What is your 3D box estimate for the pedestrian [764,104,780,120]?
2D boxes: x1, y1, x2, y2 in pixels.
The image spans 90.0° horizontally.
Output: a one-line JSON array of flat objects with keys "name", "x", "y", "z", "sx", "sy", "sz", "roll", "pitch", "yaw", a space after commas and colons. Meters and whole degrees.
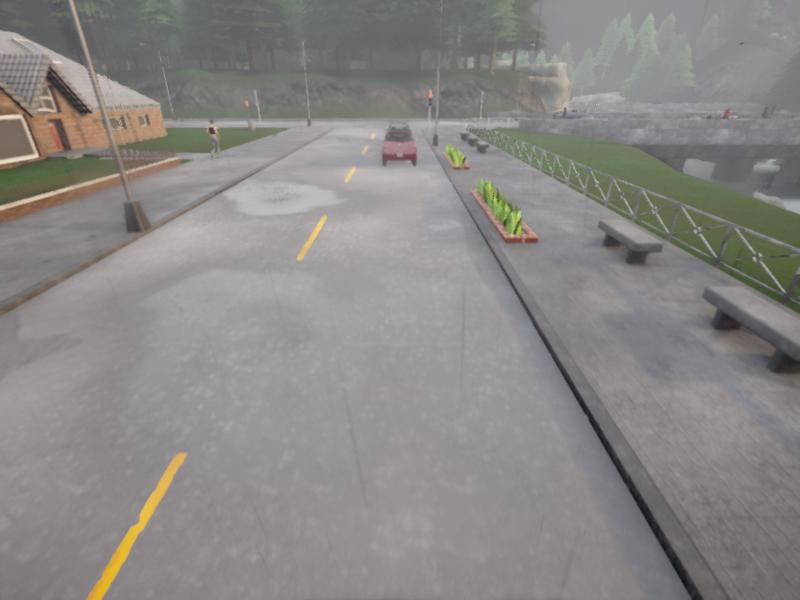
[{"name": "pedestrian", "x": 46.881, "y": -23.715, "z": 50.408, "sx": 0.751, "sy": 1.860, "sz": 0.751, "roll": 7, "pitch": 28, "yaw": 13}]

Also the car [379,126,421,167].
[{"name": "car", "x": -0.018, "y": -7.580, "z": 19.625, "sx": 1.845, "sy": 1.501, "sz": 3.633, "roll": 0, "pitch": 27, "yaw": 0}]

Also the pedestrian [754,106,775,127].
[{"name": "pedestrian", "x": 35.747, "y": -17.976, "z": 39.248, "sx": 0.751, "sy": 1.860, "sz": 0.751, "roll": 1, "pitch": 27, "yaw": 1}]

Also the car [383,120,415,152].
[{"name": "car", "x": -0.058, "y": -10.240, "z": 24.841, "sx": 1.816, "sy": 1.474, "sz": 4.193, "roll": 0, "pitch": 27, "yaw": 0}]

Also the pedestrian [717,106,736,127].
[{"name": "pedestrian", "x": 32.435, "y": -18.242, "z": 39.755, "sx": 0.751, "sy": 1.860, "sz": 0.751, "roll": 6, "pitch": 28, "yaw": 12}]

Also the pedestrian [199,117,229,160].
[{"name": "pedestrian", "x": -9.067, "y": -7.877, "z": 19.531, "sx": 0.751, "sy": 1.860, "sz": 0.751, "roll": 1, "pitch": 27, "yaw": 1}]

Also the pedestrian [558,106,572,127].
[{"name": "pedestrian", "x": 16.071, "y": -17.927, "z": 39.072, "sx": 0.751, "sy": 1.860, "sz": 0.751, "roll": 0, "pitch": 27, "yaw": 0}]

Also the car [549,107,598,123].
[{"name": "car", "x": 20.494, "y": -22.014, "z": 47.515, "sx": 4.611, "sy": 1.667, "sz": 2.242, "roll": 0, "pitch": 27, "yaw": 0}]

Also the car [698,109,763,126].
[{"name": "car", "x": 36.269, "y": -20.108, "z": 44.014, "sx": 4.974, "sy": 1.542, "sz": 2.038, "roll": 0, "pitch": 27, "yaw": 0}]
